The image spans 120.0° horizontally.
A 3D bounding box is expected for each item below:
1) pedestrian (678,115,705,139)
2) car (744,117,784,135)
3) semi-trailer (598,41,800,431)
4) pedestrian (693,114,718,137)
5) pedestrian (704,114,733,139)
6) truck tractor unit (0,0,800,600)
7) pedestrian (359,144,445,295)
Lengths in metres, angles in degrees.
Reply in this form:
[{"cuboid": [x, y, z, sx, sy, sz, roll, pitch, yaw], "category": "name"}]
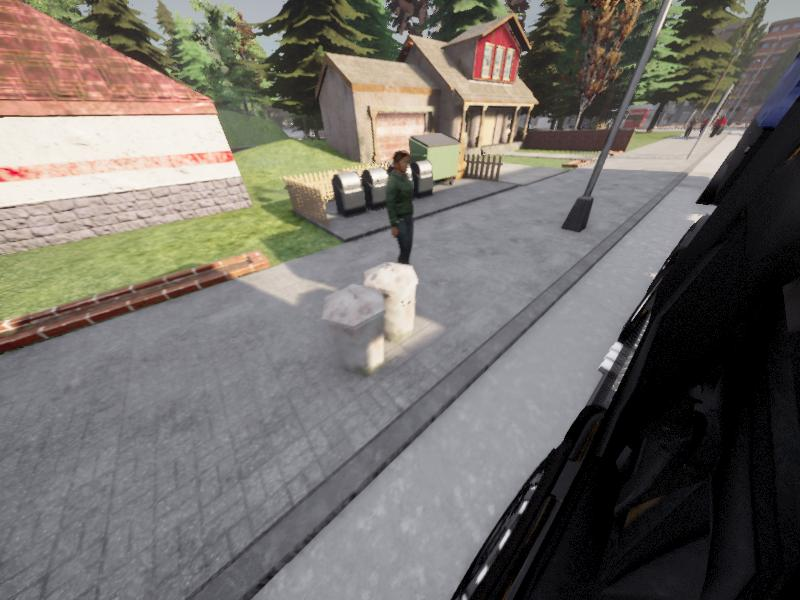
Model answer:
[{"cuboid": [28.874, -17.134, 22.928, 0.751, 1.860, 0.751, -22, 41, -23], "category": "pedestrian"}, {"cuboid": [40.461, -19.414, 25.791, 4.193, 1.474, 1.816, -29, 44, -30], "category": "car"}, {"cuboid": [8.693, -3.607, 4.233, 14.254, 4.402, 2.717, -28, 44, -30], "category": "semi-trailer"}, {"cuboid": [32.117, -18.316, 24.304, 0.751, 1.860, 0.751, -27, 43, -29], "category": "pedestrian"}, {"cuboid": [29.972, -16.311, 21.766, 0.751, 1.860, 0.751, 28, 46, 34], "category": "pedestrian"}, {"cuboid": [2.645, -0.295, 0.352, 6.516, 4.208, 3.053, -28, 44, -30], "category": "truck tractor unit"}, {"cuboid": [0.064, -1.124, 3.371, 0.751, 1.860, 0.751, 22, 43, 29], "category": "pedestrian"}]
